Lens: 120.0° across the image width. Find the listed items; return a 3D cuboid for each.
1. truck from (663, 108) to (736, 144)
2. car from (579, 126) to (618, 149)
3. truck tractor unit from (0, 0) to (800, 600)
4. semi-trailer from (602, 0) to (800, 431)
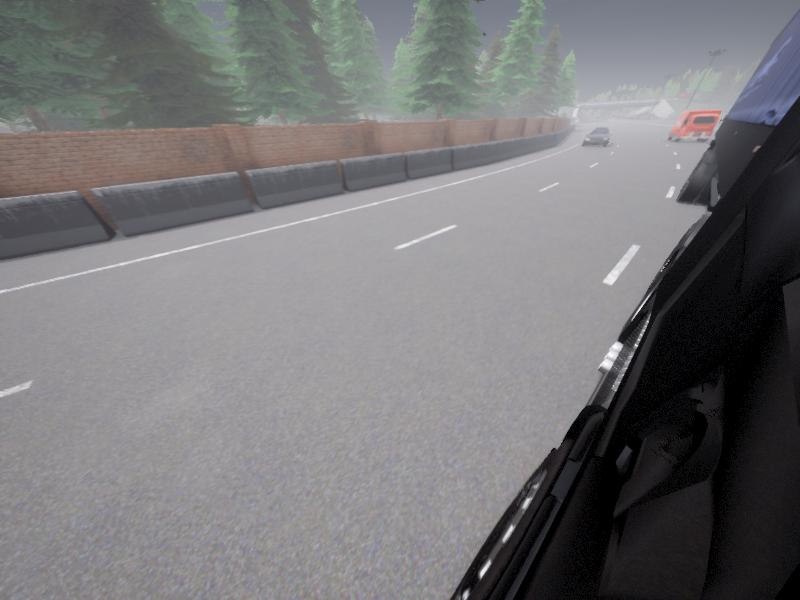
[{"bbox_3d":[28.019,-16.482,21.983,2.627,2.467,5.204,22,43,29],"label":"truck"},{"bbox_3d":[18.963,-15.560,22.049,2.038,1.542,4.974,24,44,31],"label":"car"},{"bbox_3d":[2.645,-0.295,0.351,6.516,4.208,3.053,-28,44,-30],"label":"truck tractor unit"},{"bbox_3d":[8.479,-3.737,4.446,14.254,4.402,2.717,-31,45,-32],"label":"semi-trailer"}]
